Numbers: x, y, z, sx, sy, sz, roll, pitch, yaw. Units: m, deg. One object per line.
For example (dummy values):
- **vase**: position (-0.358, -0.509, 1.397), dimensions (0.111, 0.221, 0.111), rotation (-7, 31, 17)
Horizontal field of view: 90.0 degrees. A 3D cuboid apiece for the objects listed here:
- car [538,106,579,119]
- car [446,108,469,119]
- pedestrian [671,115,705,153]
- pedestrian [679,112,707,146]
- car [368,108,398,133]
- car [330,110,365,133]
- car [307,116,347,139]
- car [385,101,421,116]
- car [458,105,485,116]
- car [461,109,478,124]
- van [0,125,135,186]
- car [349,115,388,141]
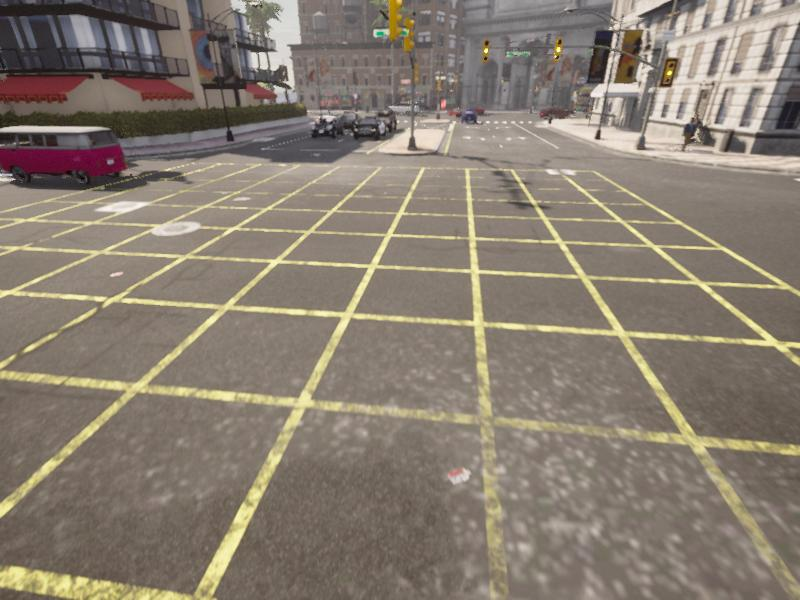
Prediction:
- **car**: position (22.311, -26.485, 56.510), dimensions (5.008, 1.535, 1.882), rotation (-7, 27, -12)
- **car**: position (8.326, -27.227, 58.257), dimensions (1.895, 1.301, 4.718), rotation (-5, 28, -9)
- **pedestrian**: position (15.737, -9.095, 21.900), dimensions (0.751, 1.860, 0.751), rotation (-2, 27, -4)
- **pedestrian**: position (18.120, -10.582, 24.791), dimensions (0.751, 1.860, 0.751), rotation (8, 28, 16)
- **car**: position (-1.477, -16.583, 36.902), dimensions (1.932, 1.855, 4.605), rotation (4, 27, 7)
- **car**: position (-4.858, -16.972, 37.930), dimensions (1.930, 1.638, 5.238), rotation (4, 27, 7)
- **car**: position (-5.776, -13.873, 32.073), dimensions (1.970, 1.475, 3.806), rotation (4, 27, 7)
- **car**: position (0.480, -31.013, 64.840), dimensions (5.566, 2.045, 2.150), rotation (15, 31, 27)
- **car**: position (11.615, -30.733, 64.873), dimensions (4.193, 1.474, 1.816), rotation (4, 27, 7)
- **car**: position (8.395, -22.368, 48.626), dimensions (1.812, 1.442, 4.674), rotation (3, 27, 6)
- **van**: position (-13.270, -5.659, 15.525), dimensions (4.442, 1.987, 1.775), rotation (3, 27, 7)
- **car**: position (-2.338, -13.600, 31.474), dimensions (2.038, 1.542, 4.974), rotation (3, 27, 7)
